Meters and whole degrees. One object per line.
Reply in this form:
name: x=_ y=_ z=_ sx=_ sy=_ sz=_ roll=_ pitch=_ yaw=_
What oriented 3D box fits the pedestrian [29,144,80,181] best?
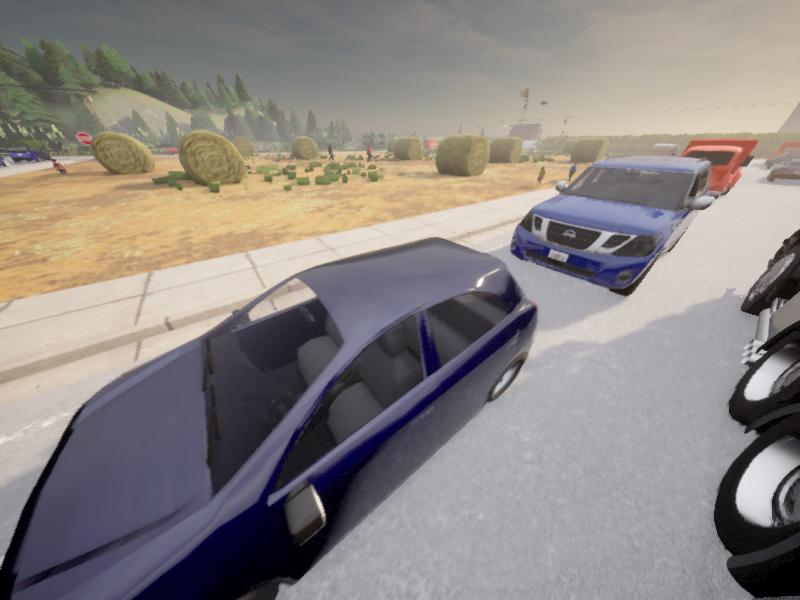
pedestrian: x=-21.116 y=-8.438 z=14.170 sx=0.751 sy=1.860 sz=0.751 roll=-16 pitch=38 yaw=-22

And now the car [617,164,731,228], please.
car: x=10.231 y=-4.047 z=8.654 sx=3.705 sy=1.549 sz=1.789 roll=-23 pitch=41 yaw=-30

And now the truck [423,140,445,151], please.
truck: x=9.373 y=-42.269 z=63.233 sx=5.204 sy=2.467 sz=2.627 roll=-20 pitch=40 yaw=-27

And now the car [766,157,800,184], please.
car: x=28.954 y=-9.468 z=16.848 sx=4.181 sy=1.385 sz=1.994 roll=-23 pitch=41 yaw=-30

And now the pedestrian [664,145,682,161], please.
pedestrian: x=37.331 y=-20.123 z=31.623 sx=0.751 sy=1.860 sz=0.751 roll=-21 pitch=40 yaw=-28

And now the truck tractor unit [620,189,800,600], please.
truck tractor unit: x=4.980 y=-0.408 z=0.967 sx=6.516 sy=4.208 sz=3.053 roll=-23 pitch=41 yaw=-30

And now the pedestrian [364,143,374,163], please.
pedestrian: x=-3.532 y=-16.884 z=26.552 sx=0.751 sy=1.860 sz=0.751 roll=15 pitch=37 yaw=21

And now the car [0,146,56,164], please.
car: x=-43.472 y=-17.076 z=27.129 sx=2.007 sy=1.525 sz=4.514 roll=-22 pitch=41 yaw=-29

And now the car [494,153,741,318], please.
car: x=4.955 y=-1.992 z=5.193 sx=5.566 sy=2.045 sz=2.150 roll=-23 pitch=41 yaw=-30

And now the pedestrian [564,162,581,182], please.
pedestrian: x=10.942 y=-8.124 z=14.660 sx=0.500 sy=1.100 sz=0.500 roll=25 pitch=41 yaw=31

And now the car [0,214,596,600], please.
car: x=-0.451 y=0.517 z=1.954 sx=3.633 sy=1.501 sz=1.845 roll=-23 pitch=41 yaw=-30

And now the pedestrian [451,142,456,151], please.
pedestrian: x=13.509 y=-38.723 z=58.361 sx=0.751 sy=1.860 sz=0.751 roll=-19 pitch=39 yaw=-26

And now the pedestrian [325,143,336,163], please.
pedestrian: x=-7.931 y=-16.910 z=26.550 sx=0.751 sy=1.860 sz=0.751 roll=0 pitch=35 yaw=0

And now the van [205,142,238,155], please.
van: x=-33.531 y=-28.575 z=43.420 sx=4.442 sy=1.987 sz=1.775 roll=-21 pitch=40 yaw=-27

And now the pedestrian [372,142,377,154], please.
pedestrian: x=-4.995 y=-29.982 z=45.523 sx=0.751 sy=1.860 sz=0.751 roll=9 pitch=36 yaw=13

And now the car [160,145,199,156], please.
car: x=-38.692 y=-26.476 z=40.738 sx=4.514 sy=1.525 sz=2.007 roll=-20 pitch=40 yaw=-27

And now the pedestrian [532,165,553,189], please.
pedestrian: x=7.788 y=-6.759 z=12.651 sx=0.500 sy=1.100 sz=0.500 roll=-13 pitch=37 yaw=-19

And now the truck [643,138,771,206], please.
truck: x=15.418 y=-6.639 z=11.649 sx=5.204 sy=2.467 sz=2.627 roll=-23 pitch=41 yaw=-30

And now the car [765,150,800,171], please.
car: x=41.782 y=-15.048 z=24.827 sx=5.027 sy=1.651 sz=2.152 roll=-23 pitch=41 yaw=-30

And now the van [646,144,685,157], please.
van: x=54.606 y=-30.895 z=47.596 sx=2.069 sy=2.038 sz=4.480 roll=-22 pitch=41 yaw=-29

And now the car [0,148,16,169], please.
car: x=-37.531 y=-12.442 z=20.455 sx=1.882 sy=1.535 sz=5.008 roll=-22 pitch=41 yaw=-29
